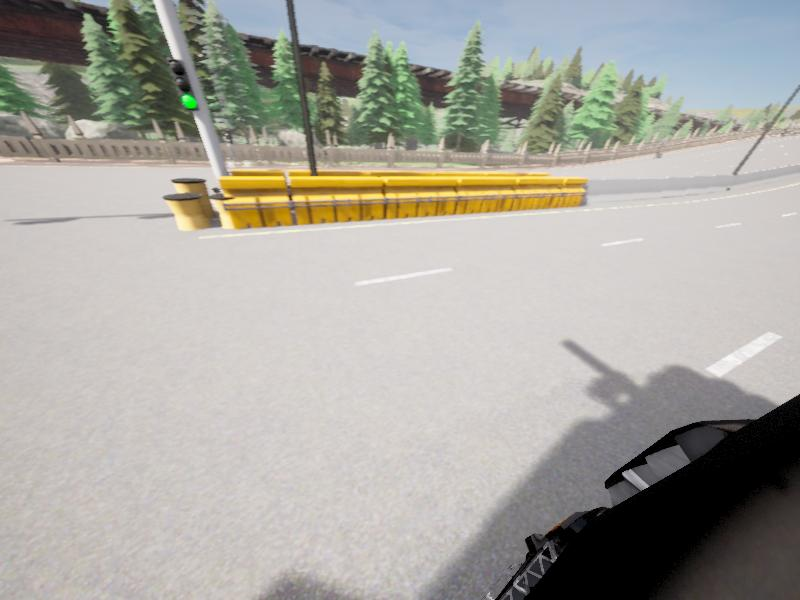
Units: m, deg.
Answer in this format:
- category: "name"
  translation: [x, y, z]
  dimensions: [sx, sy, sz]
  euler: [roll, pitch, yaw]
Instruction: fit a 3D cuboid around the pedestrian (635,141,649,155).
- category: "pedestrian"
  translation: [40.224, -25.314, 38.401]
  dimensions: [0.751, 1.860, 0.751]
  euler: [-11, 36, -20]
